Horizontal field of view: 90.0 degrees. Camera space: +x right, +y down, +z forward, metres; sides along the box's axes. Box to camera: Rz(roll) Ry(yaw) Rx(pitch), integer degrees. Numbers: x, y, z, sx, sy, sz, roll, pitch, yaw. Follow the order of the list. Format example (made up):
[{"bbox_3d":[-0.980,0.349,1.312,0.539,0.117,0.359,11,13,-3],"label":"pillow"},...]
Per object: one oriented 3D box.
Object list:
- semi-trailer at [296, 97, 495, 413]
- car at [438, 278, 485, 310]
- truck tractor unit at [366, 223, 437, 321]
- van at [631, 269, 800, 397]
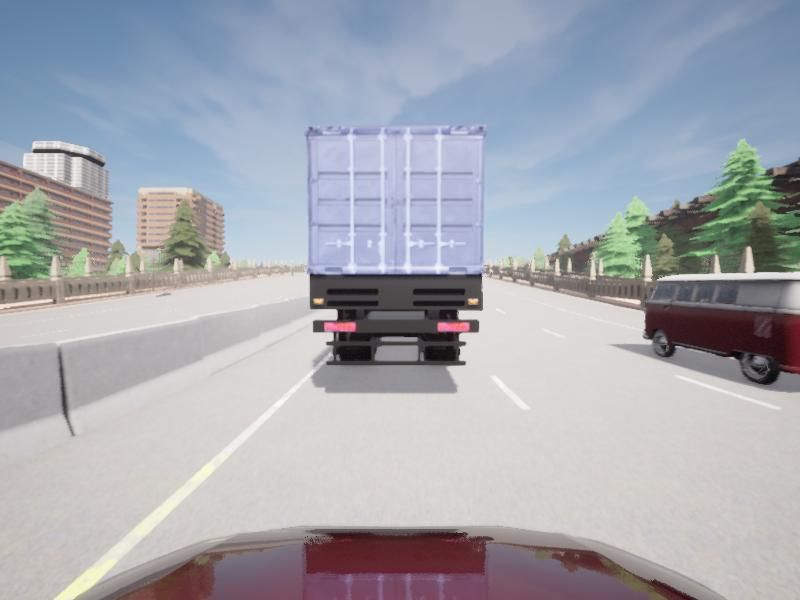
[{"bbox_3d":[0.002,-1.031,12.727,2.717,4.402,14.254,0,4,1],"label":"semi-trailer"},{"bbox_3d":[3.578,-0.475,24.393,2.128,1.511,4.902,0,6,0],"label":"car"},{"bbox_3d":[0.067,-1.491,20.604,3.053,4.208,6.516,0,5,0],"label":"truck tractor unit"},{"bbox_3d":[7.014,0.431,8.383,1.775,1.987,4.442,0,2,0],"label":"van"}]
